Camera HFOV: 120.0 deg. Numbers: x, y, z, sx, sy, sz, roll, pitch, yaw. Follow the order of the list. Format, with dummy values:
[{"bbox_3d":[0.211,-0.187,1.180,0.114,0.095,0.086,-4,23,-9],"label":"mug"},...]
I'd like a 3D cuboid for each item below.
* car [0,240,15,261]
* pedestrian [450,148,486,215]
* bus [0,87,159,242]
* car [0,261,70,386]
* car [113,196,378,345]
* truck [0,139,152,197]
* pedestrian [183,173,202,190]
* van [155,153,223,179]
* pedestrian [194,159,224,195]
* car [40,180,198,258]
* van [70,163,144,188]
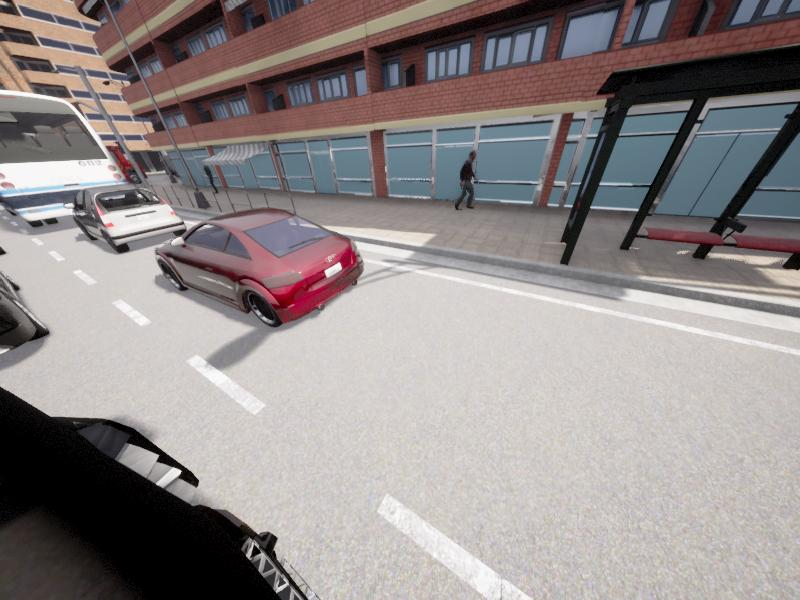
[{"bbox_3d":[-13.675,-1.920,6.392,4.611,1.667,2.242,16,38,26],"label":"car"},{"bbox_3d":[2.242,-3.931,7.695,0.751,1.860,0.751,16,38,26],"label":"pedestrian"},{"bbox_3d":[-16.818,-6.031,10.493,10.273,4.253,3.944,16,38,26],"label":"bus"},{"bbox_3d":[-7.291,-0.092,3.169,5.238,1.638,1.930,16,38,26],"label":"car"},{"bbox_3d":[-2.783,-0.949,4.357,4.181,1.385,1.994,15,37,25],"label":"car"},{"bbox_3d":[-29.492,-12.702,21.908,2.891,3.827,8.468,-6,34,-5],"label":"truck"},{"bbox_3d":[-15.230,-8.691,16.937,0.500,1.100,0.500,19,39,29],"label":"pedestrian"},{"bbox_3d":[-28.275,-18.246,31.327,1.988,2.561,5.915,16,38,26],"label":"van"},{"bbox_3d":[-11.841,-7.633,14.362,0.751,1.860,0.751,-25,39,-29],"label":"pedestrian"},{"bbox_3d":[-8.838,-2.756,7.334,3.988,1.617,1.851,16,38,26],"label":"car"},{"bbox_3d":[-32.431,-14.016,25.781,1.775,1.987,4.442,16,38,26],"label":"van"}]
